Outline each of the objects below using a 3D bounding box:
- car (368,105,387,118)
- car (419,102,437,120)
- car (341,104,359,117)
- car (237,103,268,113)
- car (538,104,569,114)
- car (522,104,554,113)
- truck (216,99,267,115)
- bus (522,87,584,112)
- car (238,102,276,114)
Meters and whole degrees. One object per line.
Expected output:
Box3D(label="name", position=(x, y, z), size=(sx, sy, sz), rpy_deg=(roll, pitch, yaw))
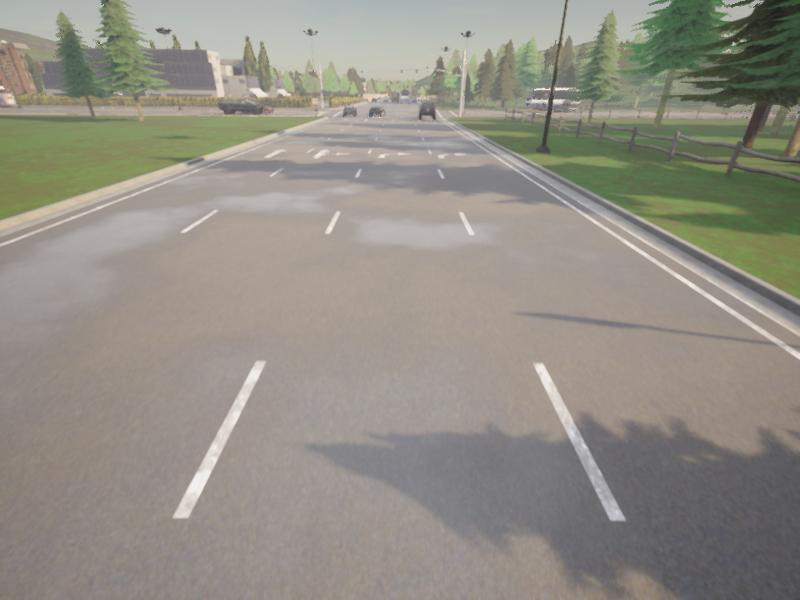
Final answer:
Box3D(label="car", position=(-3.168, -27.214, 57.640), size=(1.837, 1.490, 4.892), rpy_deg=(4, 27, 7))
Box3D(label="car", position=(3.684, -25.628, 54.077), size=(2.150, 2.045, 5.566), rpy_deg=(1, 27, 1))
Box3D(label="car", position=(-7.287, -27.746, 58.585), size=(2.128, 1.511, 4.902), rpy_deg=(-1, 27, -2))
Box3D(label="car", position=(-24.185, -31.541, 65.814), size=(4.181, 1.385, 1.994), rpy_deg=(0, 27, -1))
Box3D(label="car", position=(28.230, -35.219, 73.672), size=(4.892, 1.490, 1.837), rpy_deg=(0, 27, -1))
Box3D(label="car", position=(26.467, -36.782, 76.781), size=(5.357, 1.411, 2.033), rpy_deg=(0, 27, -1))
Box3D(label="truck", position=(-23.473, -28.653, 59.436), size=(6.274, 2.098, 2.390), rpy_deg=(0, 27, -1))
Box3D(label="bus", position=(30.097, -39.598, 79.181), size=(10.273, 4.253, 3.944), rpy_deg=(0, 27, -1))
Box3D(label="car", position=(-22.331, -30.047, 62.674), size=(5.027, 1.651, 2.152), rpy_deg=(0, 27, -1))
